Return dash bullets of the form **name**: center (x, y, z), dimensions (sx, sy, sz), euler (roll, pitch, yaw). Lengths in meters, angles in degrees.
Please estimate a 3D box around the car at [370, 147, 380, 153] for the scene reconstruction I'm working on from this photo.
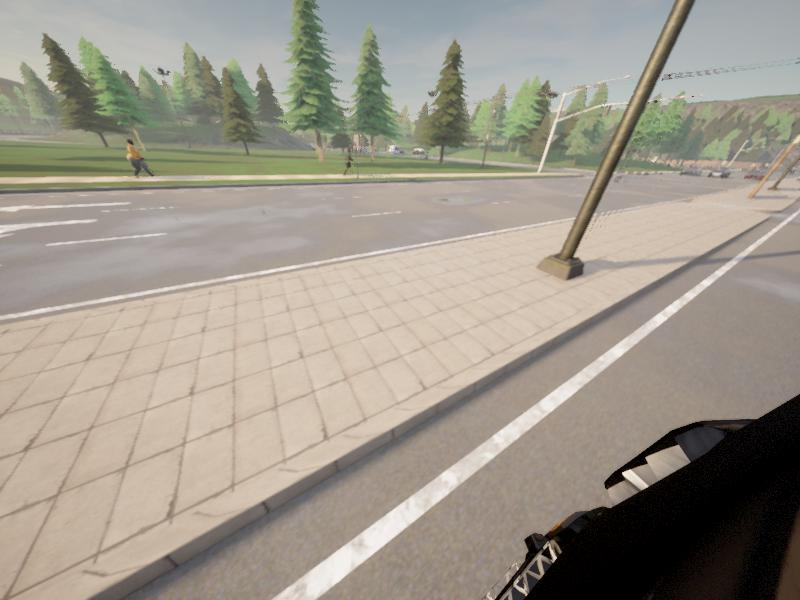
- **car**: center (-10.383, -61.387, 94.425), dimensions (1.930, 1.638, 5.238), euler (-16, 38, -26)

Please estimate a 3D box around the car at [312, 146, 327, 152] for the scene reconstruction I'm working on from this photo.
- **car**: center (-24.595, -46.356, 70.956), dimensions (1.895, 1.301, 4.718), euler (14, 35, 16)

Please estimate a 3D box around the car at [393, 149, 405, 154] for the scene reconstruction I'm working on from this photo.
- **car**: center (-0.382, -55.213, 85.852), dimensions (1.930, 1.638, 5.238), euler (-16, 38, -26)

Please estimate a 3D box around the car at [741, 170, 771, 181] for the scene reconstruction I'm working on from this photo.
- **car**: center (61.149, -21.390, 39.635), dimensions (4.181, 1.385, 1.994), euler (-16, 38, -26)

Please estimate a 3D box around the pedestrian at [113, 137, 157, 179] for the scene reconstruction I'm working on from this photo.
- **pedestrian**: center (-14.047, -7.560, 12.329), dimensions (0.751, 1.860, 0.751), euler (-15, 37, -25)

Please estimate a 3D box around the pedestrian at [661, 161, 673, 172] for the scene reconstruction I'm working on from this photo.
- **pedestrian**: center (56.615, -28.274, 48.906), dimensions (0.751, 1.860, 0.751), euler (-15, 37, -25)

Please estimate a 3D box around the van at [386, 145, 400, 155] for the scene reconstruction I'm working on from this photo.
- **van**: center (-2.387, -49.819, 76.701), dimensions (1.988, 2.561, 5.915), euler (-16, 38, -26)

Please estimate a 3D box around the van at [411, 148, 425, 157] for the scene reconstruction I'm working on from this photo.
- **van**: center (5.602, -45.433, 71.168), dimensions (2.069, 2.038, 4.480), euler (-16, 38, -26)

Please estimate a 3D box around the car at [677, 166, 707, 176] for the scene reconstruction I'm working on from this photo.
- **car**: center (54.038, -23.872, 42.703), dimensions (4.974, 1.542, 2.038), euler (-16, 38, -26)

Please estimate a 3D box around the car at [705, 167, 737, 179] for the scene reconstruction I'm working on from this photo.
- **car**: center (56.258, -22.333, 40.458), dimensions (4.856, 1.649, 2.033), euler (-17, 38, -27)

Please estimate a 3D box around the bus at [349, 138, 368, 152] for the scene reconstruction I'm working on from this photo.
- **bus**: center (-16.245, -60.478, 90.236), dimensions (3.944, 4.253, 10.273), euler (-16, 38, -26)

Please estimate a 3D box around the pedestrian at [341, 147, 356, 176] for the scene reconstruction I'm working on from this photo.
- **pedestrian**: center (-3.858, -10.448, 17.456), dimensions (0.751, 1.860, 0.751), euler (-15, 37, -25)
